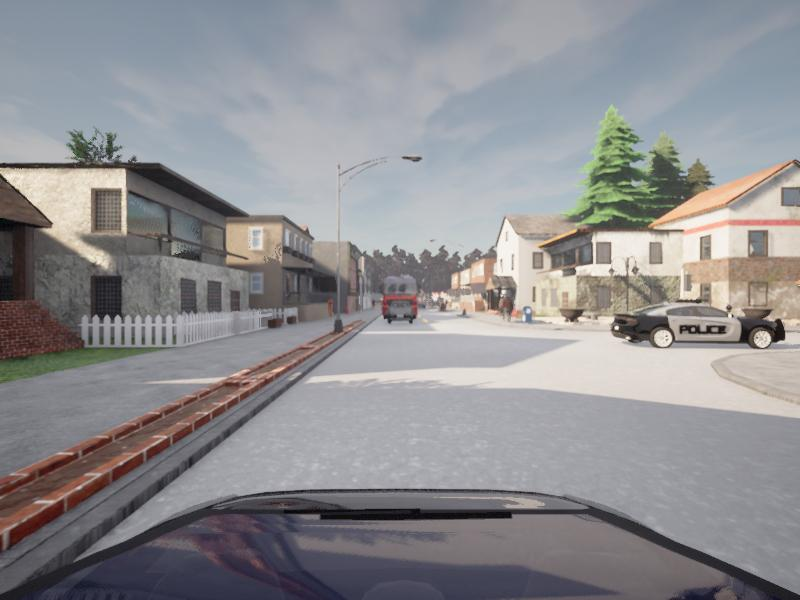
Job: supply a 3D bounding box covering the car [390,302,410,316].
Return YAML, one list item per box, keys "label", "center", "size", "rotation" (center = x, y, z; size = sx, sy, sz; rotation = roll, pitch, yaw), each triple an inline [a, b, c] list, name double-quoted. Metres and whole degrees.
- label: "car"
  center: [0.004, 0.920, 44.991]
  size: [2.163, 1.488, 4.792]
  rotation: [0, 0, 0]

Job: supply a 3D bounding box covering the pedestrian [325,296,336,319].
- label: "pedestrian"
  center: [-5.710, 0.583, 32.757]
  size: [0.751, 1.860, 0.751]
  rotation: [0, 0, 0]

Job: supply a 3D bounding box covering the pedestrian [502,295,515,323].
- label: "pedestrian"
  center: [7.324, 0.566, 26.950]
  size: [0.751, 1.860, 0.751]
  rotation: [0, 0, 9]

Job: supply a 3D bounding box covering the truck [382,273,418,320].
- label: "truck"
  center: [-0.001, -0.264, 36.485]
  size: [2.891, 3.827, 8.468]
  rotation: [0, 0, 0]

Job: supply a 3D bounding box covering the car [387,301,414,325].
- label: "car"
  center: [0.013, 0.858, 28.207]
  size: [1.789, 1.549, 3.705]
  rotation: [0, 0, 0]

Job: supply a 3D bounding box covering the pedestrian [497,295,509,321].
- label: "pedestrian"
  center: [7.494, 0.569, 29.107]
  size: [0.751, 1.860, 0.751]
  rotation: [0, 0, 7]

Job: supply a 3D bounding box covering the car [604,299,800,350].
- label: "car"
  center: [10.266, 0.793, 13.956]
  size: [5.238, 1.638, 1.930]
  rotation: [0, 0, 5]
